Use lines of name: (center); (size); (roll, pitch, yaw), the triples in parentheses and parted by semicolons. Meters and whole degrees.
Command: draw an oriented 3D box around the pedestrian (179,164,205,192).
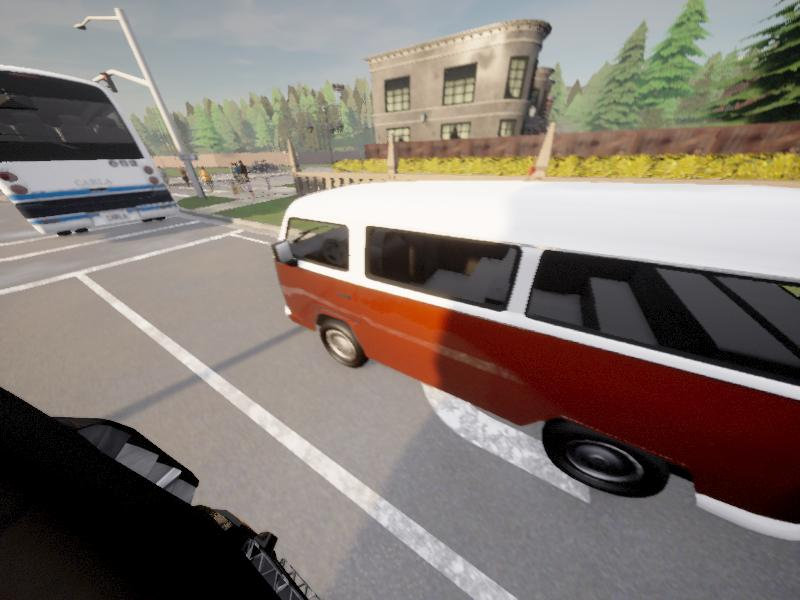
pedestrian: (-16.659, -9.777, 18.519); (0.751, 1.860, 0.751); (21, 39, 31)

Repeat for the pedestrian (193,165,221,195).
pedestrian: (-14.024, -8.774, 16.830); (0.751, 1.860, 0.751); (19, 38, 29)

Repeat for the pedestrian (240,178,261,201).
pedestrian: (-8.308, -6.138, 12.863); (0.500, 1.100, 0.500); (19, 37, 28)

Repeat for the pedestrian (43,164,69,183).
pedestrian: (-41.408, -15.238, 27.836); (0.751, 1.860, 0.751); (-7, 33, -8)

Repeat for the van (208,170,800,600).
van: (0.711, -0.123, 2.446); (4.480, 2.038, 2.069); (16, 36, 26)

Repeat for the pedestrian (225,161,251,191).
pedestrian: (-11.897, -9.151, 17.058); (0.751, 1.860, 0.751); (-2, 32, -2)

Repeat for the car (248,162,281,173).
car: (-24.478, -24.140, 41.986); (1.812, 1.442, 4.674); (17, 37, 26)

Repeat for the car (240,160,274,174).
car: (-23.287, -21.764, 37.759); (1.905, 1.878, 3.866); (17, 37, 26)

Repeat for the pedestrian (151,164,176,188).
pedestrian: (-21.810, -11.422, 21.322); (0.751, 1.860, 0.751); (14, 35, 23)

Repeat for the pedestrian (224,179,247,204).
pedestrian: (-8.713, -5.756, 12.275); (0.500, 1.100, 0.500); (-5, 32, -6)

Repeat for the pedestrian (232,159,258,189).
pedestrian: (-11.278, -9.149, 16.833); (0.751, 1.860, 0.751); (8, 33, 14)

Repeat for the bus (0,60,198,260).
bus: (-13.176, -5.337, 9.165); (10.273, 4.253, 3.944); (21, 39, 31)

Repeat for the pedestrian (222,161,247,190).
pedestrian: (-12.386, -9.328, 17.358); (0.751, 1.860, 0.751); (-3, 32, -2)

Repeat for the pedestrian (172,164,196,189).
pedestrian: (-18.837, -10.753, 20.166); (0.751, 1.860, 0.751); (19, 38, 29)

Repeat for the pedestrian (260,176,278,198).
pedestrian: (-7.861, -6.819, 13.923); (0.500, 1.100, 0.500); (22, 39, 32)

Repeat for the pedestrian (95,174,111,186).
pedestrian: (-32.030, -12.989, 24.909); (0.500, 1.100, 0.500); (10, 34, 18)

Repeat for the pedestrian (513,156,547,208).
pedestrian: (5.491, -4.983, 9.790); (0.751, 1.860, 0.751); (17, 37, 27)
